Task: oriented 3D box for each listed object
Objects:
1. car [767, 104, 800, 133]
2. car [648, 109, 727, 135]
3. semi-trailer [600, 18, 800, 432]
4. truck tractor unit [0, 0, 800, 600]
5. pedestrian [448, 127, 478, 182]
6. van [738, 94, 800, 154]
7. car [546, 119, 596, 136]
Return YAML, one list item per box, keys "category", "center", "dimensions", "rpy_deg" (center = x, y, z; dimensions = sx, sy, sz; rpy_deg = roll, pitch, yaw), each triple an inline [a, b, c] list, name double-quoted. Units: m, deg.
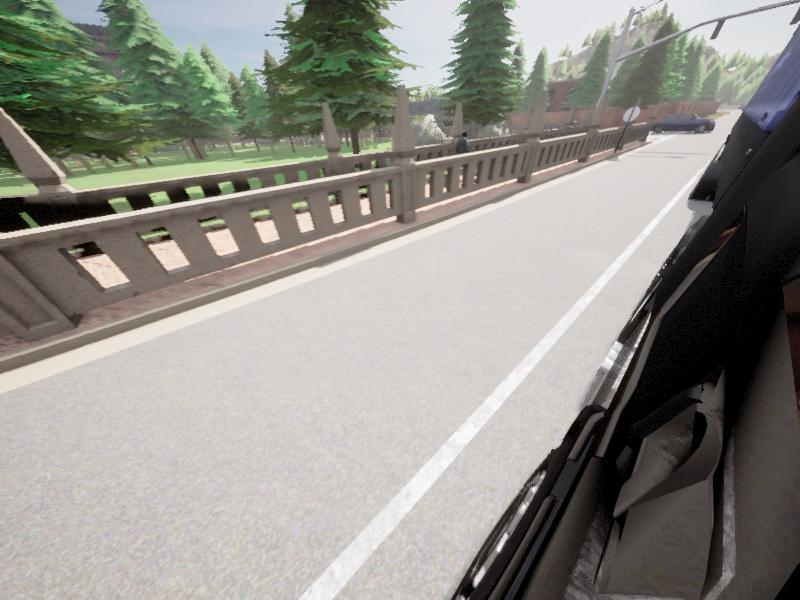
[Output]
- category: "car"
  center: [35.120, -15.098, 18.991]
  dimensions: [4.605, 1.855, 1.932]
  rpy_deg: [19, 43, 28]
- category: "car"
  center: [28.582, -17.845, 23.221]
  dimensions: [4.553, 1.767, 2.097]
  rpy_deg: [29, 48, 36]
- category: "semi-trailer"
  center: [8.570, -3.737, 4.280]
  dimensions: [14.254, 4.402, 2.717]
  rpy_deg: [-30, 45, -30]
- category: "truck tractor unit"
  center: [2.645, -0.295, 0.352]
  dimensions: [6.516, 4.208, 3.053]
  rpy_deg: [-28, 44, -30]
- category: "pedestrian"
  center: [2.619, -6.110, 9.740]
  dimensions: [0.751, 1.860, 0.751]
  rpy_deg: [27, 47, 34]
- category: "van"
  center: [22.156, -9.951, 12.922]
  dimensions: [2.351, 2.431, 6.366]
  rpy_deg: [28, 47, 35]
- category: "car"
  center: [21.700, -22.082, 29.590]
  dimensions: [2.007, 1.525, 4.514]
  rpy_deg: [-29, 44, -29]
